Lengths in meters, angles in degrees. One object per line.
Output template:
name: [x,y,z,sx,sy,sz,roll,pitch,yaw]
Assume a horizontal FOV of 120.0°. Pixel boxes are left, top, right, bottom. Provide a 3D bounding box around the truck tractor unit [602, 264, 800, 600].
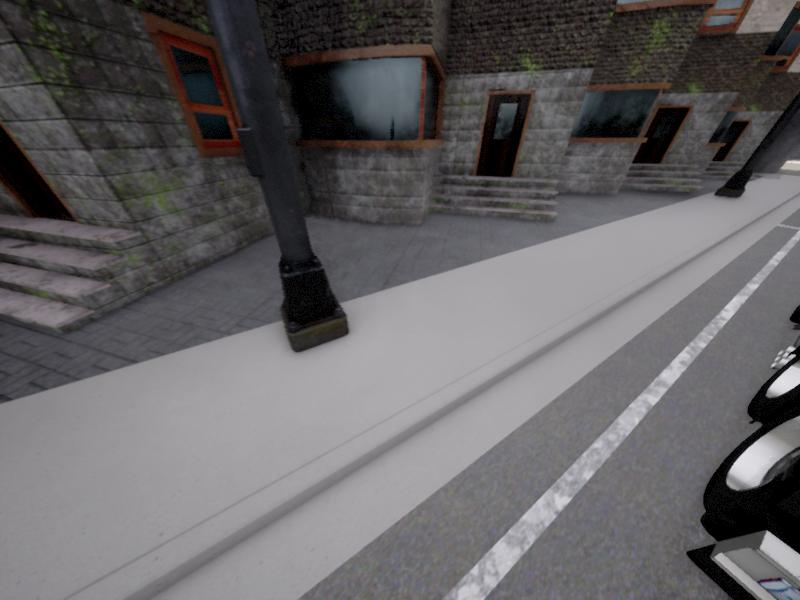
truck tractor unit: [5.115,-0.293,0.794,6.516,4.208,3.053,-18,39,-24]
